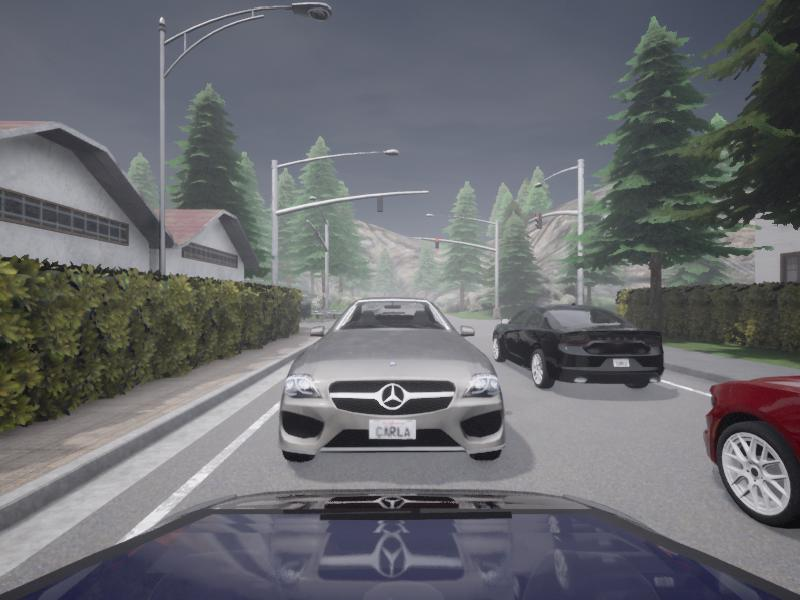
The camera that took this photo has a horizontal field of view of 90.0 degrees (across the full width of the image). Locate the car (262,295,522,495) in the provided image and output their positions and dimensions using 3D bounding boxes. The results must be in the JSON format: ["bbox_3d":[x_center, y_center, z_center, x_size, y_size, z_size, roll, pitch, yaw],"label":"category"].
[{"bbox_3d":[-0.106,0.781,5.824,2.152,1.651,5.027,0,0,-1],"label":"car"}]

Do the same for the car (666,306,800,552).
[{"bbox_3d":[3.475,0.823,1.271,1.882,1.535,5.008,0,0,-1],"label":"car"}]

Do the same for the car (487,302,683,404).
[{"bbox_3d":[3.393,0.823,8.653,1.882,1.535,5.008,0,0,-1],"label":"car"}]

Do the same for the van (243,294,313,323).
[{"bbox_3d":[-8.599,0.584,28.378,4.442,1.987,1.775,0,0,0],"label":"van"}]

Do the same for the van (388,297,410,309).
[{"bbox_3d":[-0.237,0.574,72.303,2.069,2.038,4.480,0,0,-32],"label":"van"}]
